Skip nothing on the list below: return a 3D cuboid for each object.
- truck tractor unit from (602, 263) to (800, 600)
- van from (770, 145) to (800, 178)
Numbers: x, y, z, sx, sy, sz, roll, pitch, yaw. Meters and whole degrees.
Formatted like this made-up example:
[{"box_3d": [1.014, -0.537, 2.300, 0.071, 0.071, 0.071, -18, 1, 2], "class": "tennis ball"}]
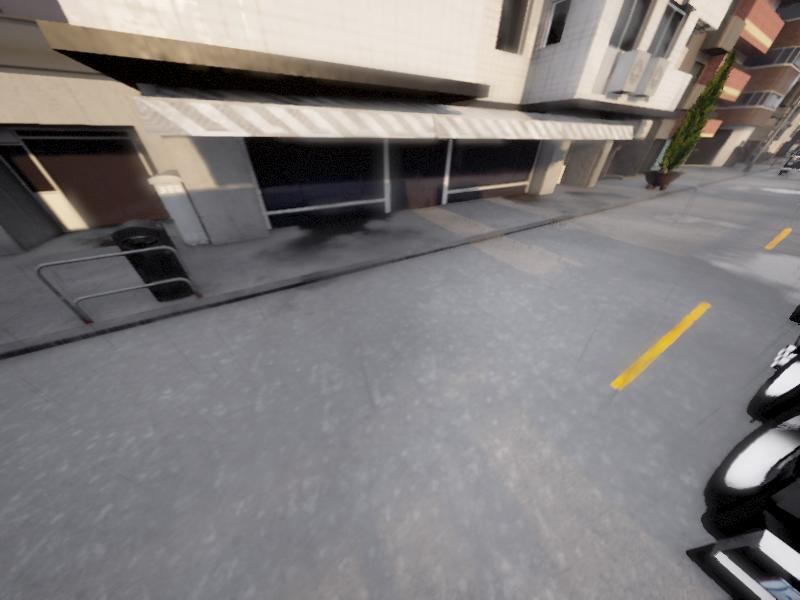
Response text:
[{"box_3d": [5.113, -0.298, 0.788, 6.516, 4.208, 3.053, -18, 39, -24], "class": "truck tractor unit"}, {"box_3d": [31.728, -10.728, 17.881, 4.480, 2.038, 2.069, -17, 39, -25], "class": "van"}]
